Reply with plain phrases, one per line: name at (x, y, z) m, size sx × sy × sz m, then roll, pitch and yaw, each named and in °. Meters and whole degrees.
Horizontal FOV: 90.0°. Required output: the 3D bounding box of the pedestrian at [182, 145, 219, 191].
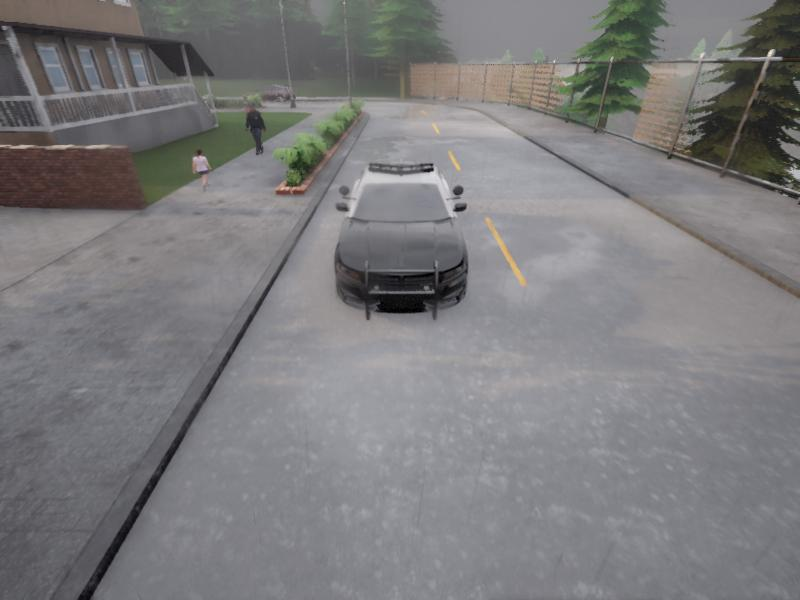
pedestrian at (-5.283, -3.518, 10.658) m, size 0.500 × 1.100 × 0.500 m, roll 0°, pitch 30°, yaw 0°

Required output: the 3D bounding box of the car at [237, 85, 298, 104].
car at (-12.364, -19.346, 37.576) m, size 4.792 × 1.488 × 2.163 m, roll 0°, pitch 30°, yaw 1°

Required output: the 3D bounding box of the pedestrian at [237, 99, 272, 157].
pedestrian at (-5.260, -6.253, 14.579) m, size 0.751 × 1.860 × 0.751 m, roll -2°, pitch 30°, yaw -3°

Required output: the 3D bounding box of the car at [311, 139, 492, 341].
car at (0.021, -1.508, 6.942) m, size 1.930 × 1.638 × 5.238 m, roll 0°, pitch 30°, yaw 0°
